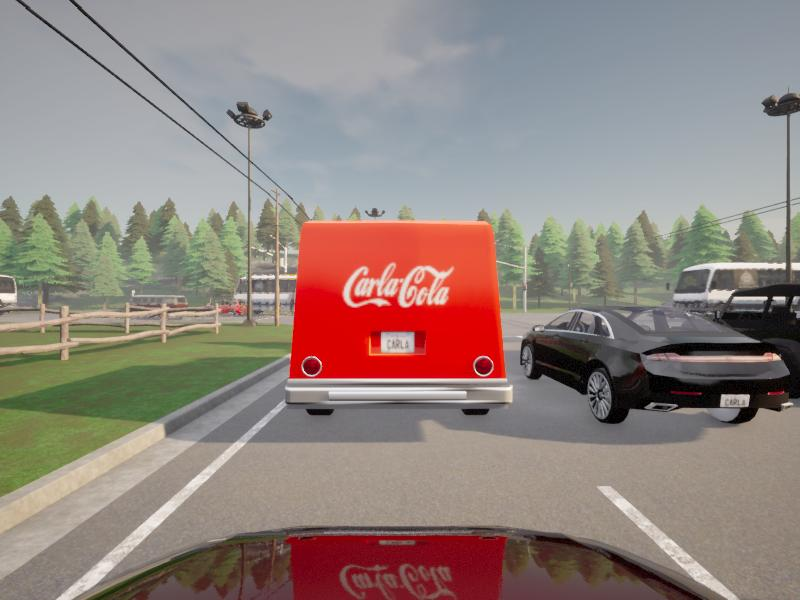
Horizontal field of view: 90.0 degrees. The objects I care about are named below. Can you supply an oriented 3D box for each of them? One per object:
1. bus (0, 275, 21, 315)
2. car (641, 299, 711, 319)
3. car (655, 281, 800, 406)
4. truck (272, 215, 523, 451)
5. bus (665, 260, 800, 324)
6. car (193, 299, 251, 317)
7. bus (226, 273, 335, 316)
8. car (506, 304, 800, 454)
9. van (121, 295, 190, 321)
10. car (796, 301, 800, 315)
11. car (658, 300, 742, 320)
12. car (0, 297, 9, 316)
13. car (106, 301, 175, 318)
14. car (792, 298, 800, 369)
[{"bbox_3d":[-47.468,-0.536,42.714,10.273,4.253,3.944,0,0,0],"label":"bus"},{"bbox_3d":[24.613,0.779,35.750,4.856,1.649,2.033,0,0,0],"label":"car"},{"bbox_3d":[6.960,0.646,7.491,1.905,1.878,3.866,0,0,0],"label":"car"},{"bbox_3d":[-0.037,0.354,6.792,2.627,2.467,5.204,0,0,0],"label":"truck"},{"bbox_3d":[25.425,-0.532,28.625,10.273,4.253,3.944,0,0,0],"label":"bus"},{"bbox_3d":[-17.275,0.756,38.979,4.611,1.667,2.242,0,0,2],"label":"car"},{"bbox_3d":[-12.435,-0.537,42.181,10.273,4.253,3.944,0,-1,9],"label":"bus"},{"bbox_3d":[3.464,0.836,6.582,2.128,1.511,4.902,0,0,0],"label":"car"},{"bbox_3d":[-19.456,0.598,31.924,4.442,1.987,1.775,0,0,3],"label":"van"},{"bbox_3d":[45.776,0.851,42.725,4.792,1.488,2.163,0,0,0],"label":"car"},{"bbox_3d":[24.090,0.800,32.250,5.366,1.575,1.801,0,0,0],"label":"car"},{"bbox_3d":[-41.266,0.648,39.322,3.866,1.878,1.905,0,0,0],"label":"car"},{"bbox_3d":[-23.035,0.851,35.645,4.792,1.488,2.163,0,0,2],"label":"car"},{"bbox_3d":[10.472,0.781,7.069,2.152,1.651,5.027,0,0,0],"label":"car"}]
